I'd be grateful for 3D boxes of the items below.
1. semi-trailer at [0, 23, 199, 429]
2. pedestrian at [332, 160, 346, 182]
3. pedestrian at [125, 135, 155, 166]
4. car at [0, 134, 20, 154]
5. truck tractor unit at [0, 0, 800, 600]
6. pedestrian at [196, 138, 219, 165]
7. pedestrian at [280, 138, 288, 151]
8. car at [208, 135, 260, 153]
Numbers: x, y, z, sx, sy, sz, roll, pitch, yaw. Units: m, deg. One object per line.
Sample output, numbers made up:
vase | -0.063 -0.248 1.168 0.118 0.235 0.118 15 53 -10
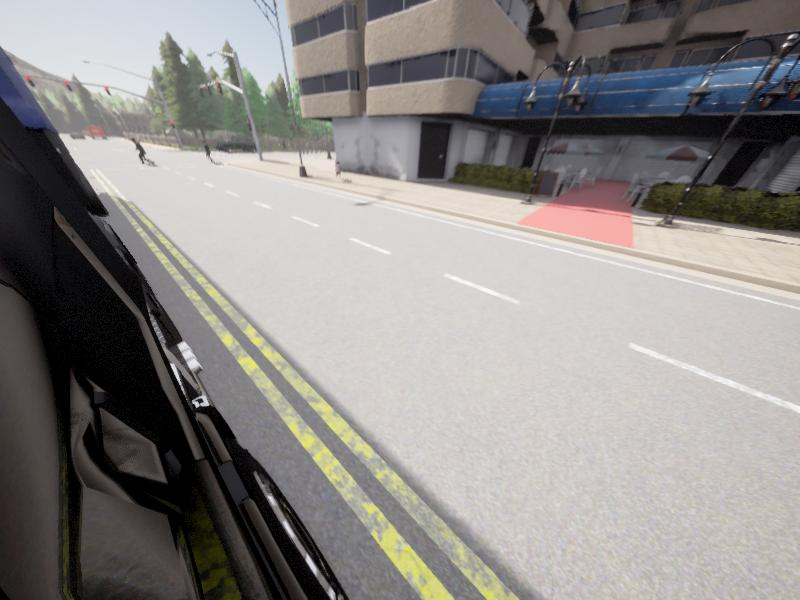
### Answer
semi-trailer | -8.714 -3.446 4.409 14.254 4.402 2.717 26 41 31
pedestrian | -3.632 -7.726 13.793 0.500 1.100 0.500 27 41 31
pedestrian | -19.499 -11.194 17.335 0.751 1.860 0.751 27 41 32
car | -35.767 -12.816 18.879 1.812 1.442 4.674 27 41 31
truck tractor unit | -2.645 -0.295 0.351 6.516 4.208 3.053 28 44 30
pedestrian | -16.625 -12.847 19.993 0.751 1.860 0.751 25 40 29
pedestrian | -21.226 -28.420 42.263 0.751 1.860 0.751 29 42 33
car | -24.462 -23.114 34.350 2.150 2.045 5.566 28 41 32
